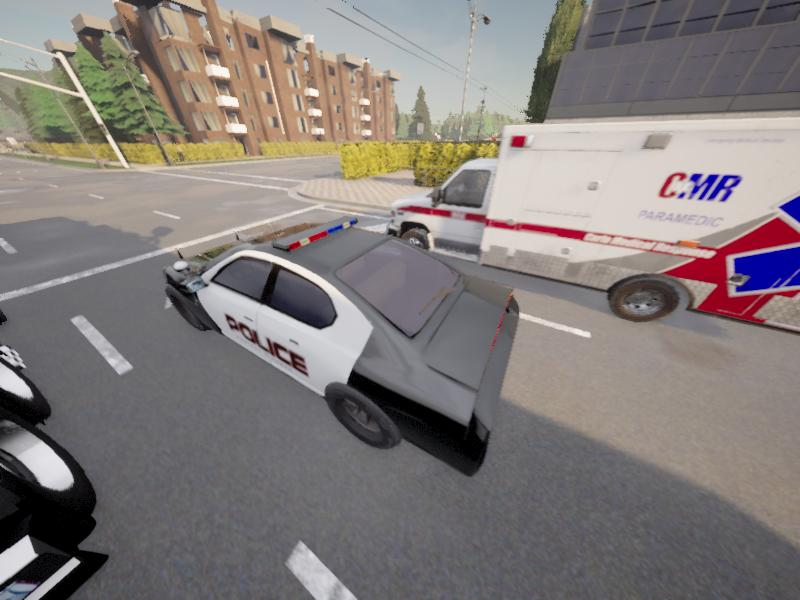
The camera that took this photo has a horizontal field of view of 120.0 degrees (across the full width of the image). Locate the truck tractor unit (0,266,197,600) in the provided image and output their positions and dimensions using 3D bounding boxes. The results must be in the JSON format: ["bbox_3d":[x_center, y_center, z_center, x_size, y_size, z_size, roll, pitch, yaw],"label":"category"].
[{"bbox_3d":[-5.115,-0.296,0.776,6.516,4.208,3.053,18,39,24],"label":"truck tractor unit"}]

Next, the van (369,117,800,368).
[{"bbox_3d":[2.829,-1.599,4.147,6.366,2.431,2.351,18,39,24],"label":"van"}]

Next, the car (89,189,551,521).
[{"bbox_3d":[-1.187,-0.227,3.001,4.974,1.542,2.038,18,39,24],"label":"car"}]

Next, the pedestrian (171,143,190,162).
[{"bbox_3d":[-25.527,-17.146,26.900,0.751,1.860,0.751,18,39,25],"label":"pedestrian"}]
